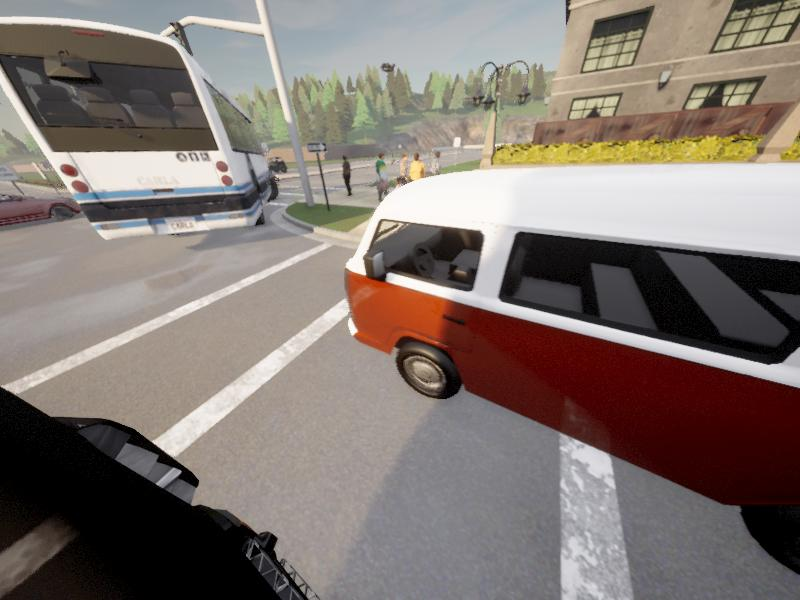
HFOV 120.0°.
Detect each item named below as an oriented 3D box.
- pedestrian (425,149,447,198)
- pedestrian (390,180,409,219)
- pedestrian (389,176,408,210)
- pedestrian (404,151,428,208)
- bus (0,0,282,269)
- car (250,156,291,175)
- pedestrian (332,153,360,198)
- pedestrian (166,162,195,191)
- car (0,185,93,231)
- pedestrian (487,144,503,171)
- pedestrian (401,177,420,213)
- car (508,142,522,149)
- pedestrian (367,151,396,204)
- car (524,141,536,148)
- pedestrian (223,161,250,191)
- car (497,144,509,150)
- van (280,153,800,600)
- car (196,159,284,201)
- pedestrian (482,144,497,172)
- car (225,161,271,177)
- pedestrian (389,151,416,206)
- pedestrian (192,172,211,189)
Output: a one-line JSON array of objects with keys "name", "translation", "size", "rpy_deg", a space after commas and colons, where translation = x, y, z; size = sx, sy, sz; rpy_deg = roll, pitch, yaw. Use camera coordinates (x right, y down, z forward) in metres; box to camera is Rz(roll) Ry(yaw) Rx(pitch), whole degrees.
[{"name": "pedestrian", "translation": [1.628, -5.755, 10.537], "size": [0.751, 1.860, 0.751], "rpy_deg": [13, 37, 23]}, {"name": "pedestrian", "translation": [-0.018, -3.360, 7.743], "size": [0.500, 1.100, 0.500], "rpy_deg": [-7, 34, -6]}, {"name": "pedestrian", "translation": [-0.031, -4.160, 8.953], "size": [0.500, 1.100, 0.500], "rpy_deg": [19, 40, 30]}, {"name": "pedestrian", "translation": [0.634, -4.580, 8.844], "size": [0.751, 1.860, 0.751], "rpy_deg": [6, 35, 14]}, {"name": "bus", "translation": [-7.477, -5.430, 8.925], "size": [3.944, 4.253, 10.273], "rpy_deg": [-13, 34, -18]}, {"name": "car", "translation": [-16.755, -17.566, 30.184], "size": [1.905, 1.878, 3.866], "rpy_deg": [16, 38, 27]}, {"name": "pedestrian", "translation": [-2.653, -6.159, 11.444], "size": [0.751, 1.860, 0.751], "rpy_deg": [16, 38, 26]}, {"name": "pedestrian", "translation": [-16.650, -9.429, 17.591], "size": [0.751, 1.860, 0.751], "rpy_deg": [20, 40, 31]}, {"name": "car", "translation": [-17.583, -4.077, 10.349], "size": [1.994, 1.385, 4.181], "rpy_deg": [15, 38, 26]}, {"name": "pedestrian", "translation": [7.891, -11.846, 19.222], "size": [0.751, 1.860, 0.751], "rpy_deg": [16, 38, 27]}, {"name": "pedestrian", "translation": [0.401, -3.843, 8.439], "size": [0.500, 1.100, 0.500], "rpy_deg": [17, 38, 27]}, {"name": "car", "translation": [38.774, -52.097, 77.787], "size": [4.605, 1.855, 1.932], "rpy_deg": [-29, 41, -33]}, {"name": "pedestrian", "translation": [-0.723, -5.077, 9.632], "size": [0.751, 1.860, 0.751], "rpy_deg": [14, 37, 24]}, {"name": "car", "translation": [43.564, -52.101, 77.403], "size": [3.866, 1.878, 1.905], "rpy_deg": [-29, 41, -33]}, {"name": "pedestrian", "translation": [-12.019, -9.103, 16.993], "size": [0.751, 1.860, 0.751], "rpy_deg": [16, 38, 27]}, {"name": "car", "translation": [35.386, -52.698, 79.328], "size": [4.193, 1.474, 1.816], "rpy_deg": [-29, 41, -33]}, {"name": "van", "translation": [1.644, 0.048, 1.933], "size": [4.480, 2.038, 2.069], "rpy_deg": [17, 38, 26]}, {"name": "car", "translation": [-10.086, -7.836, 14.937], "size": [1.905, 1.878, 3.866], "rpy_deg": [17, 39, 28]}, {"name": "pedestrian", "translation": [7.257, -11.491, 18.738], "size": [0.751, 1.860, 0.751], "rpy_deg": [16, 38, 26]}, {"name": "car", "translation": [-20.305, -17.715, 31.106], "size": [1.812, 1.442, 4.674], "rpy_deg": [16, 38, 27]}, {"name": "pedestrian", "translation": [0.141, -4.864, 9.313], "size": [0.751, 1.860, 0.751], "rpy_deg": [13, 37, 23]}, {"name": "pedestrian", "translation": [-15.214, -9.153, 17.744], "size": [0.500, 1.100, 0.500], "rpy_deg": [4, 34, 11]}]
